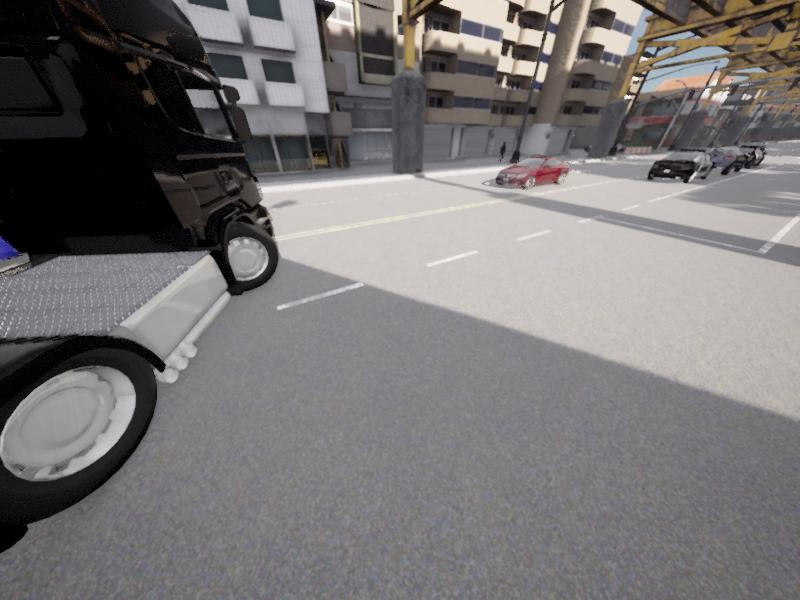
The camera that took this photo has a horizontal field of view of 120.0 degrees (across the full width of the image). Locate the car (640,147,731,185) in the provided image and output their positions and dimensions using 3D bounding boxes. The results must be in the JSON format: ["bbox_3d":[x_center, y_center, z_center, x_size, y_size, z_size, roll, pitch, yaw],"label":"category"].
[{"bbox_3d":[17.641,-8.368,14.286,5.238,1.638,1.930,-19,39,-24],"label":"car"}]

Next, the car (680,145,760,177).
[{"bbox_3d":[23.724,-10.411,17.150,5.027,1.651,2.152,-19,39,-24],"label":"car"}]

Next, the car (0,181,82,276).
[{"bbox_3d":[-10.480,-1.076,4.335,4.792,1.488,2.163,-19,39,-24],"label":"car"}]

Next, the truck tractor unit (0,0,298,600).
[{"bbox_3d":[-3.643,-0.843,1.568,3.053,4.208,6.516,-3,35,-5],"label":"truck tractor unit"}]

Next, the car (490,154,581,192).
[{"bbox_3d":[7.535,-7.179,12.874,4.674,1.442,1.812,-19,39,-24],"label":"car"}]
